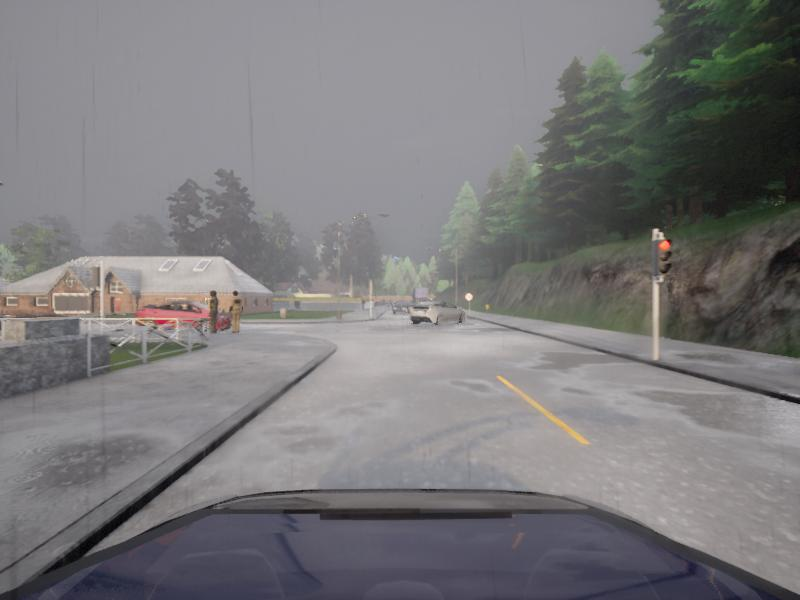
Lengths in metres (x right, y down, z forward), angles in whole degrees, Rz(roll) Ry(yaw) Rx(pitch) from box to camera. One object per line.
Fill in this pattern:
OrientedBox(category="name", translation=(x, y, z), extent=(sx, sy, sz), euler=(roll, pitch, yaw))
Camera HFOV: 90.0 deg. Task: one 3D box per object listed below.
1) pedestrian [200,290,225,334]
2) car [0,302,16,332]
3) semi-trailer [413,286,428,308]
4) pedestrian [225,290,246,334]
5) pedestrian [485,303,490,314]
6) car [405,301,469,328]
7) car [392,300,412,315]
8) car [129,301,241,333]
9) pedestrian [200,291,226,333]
OrientedBox(category="pedestrian", translation=(-8.111, 0.511, 17.300), extent=(0.751, 1.860, 0.751), euler=(0, 0, -3))
OrientedBox(category="car", translation=(-22.146, 0.848, 19.993), extent=(4.193, 1.474, 1.816), euler=(0, 0, 0))
OrientedBox(category="semi-trailer", translation=(4.359, -0.645, 87.256), extent=(2.717, 4.402, 14.254), euler=(0, 0, 0))
OrientedBox(category="pedestrian", translation=(-7.232, 0.511, 17.581), extent=(0.751, 1.860, 0.751), euler=(0, 0, -32))
OrientedBox(category="pedestrian", translation=(8.892, 0.901, 40.749), extent=(0.500, 1.100, 0.500), euler=(0, 0, 13))
OrientedBox(category="car", translation=(2.405, 0.820, 25.246), extent=(2.007, 1.525, 4.514), euler=(0, 0, 36))
OrientedBox(category="car", translation=(0.187, 0.812, 43.507), extent=(2.038, 1.542, 4.974), euler=(0, 0, 0))
OrientedBox(category="car", translation=(-10.598, 0.822, 19.969), extent=(4.514, 1.525, 2.007), euler=(0, 0, 0))
OrientedBox(category="pedestrian", translation=(-8.349, 0.519, 17.866), extent=(0.751, 1.860, 0.751), euler=(0, 0, 35))
